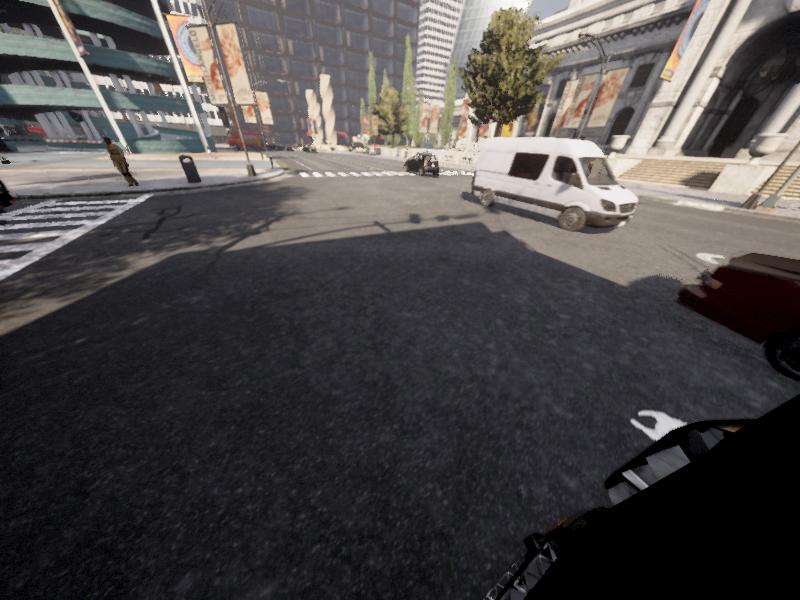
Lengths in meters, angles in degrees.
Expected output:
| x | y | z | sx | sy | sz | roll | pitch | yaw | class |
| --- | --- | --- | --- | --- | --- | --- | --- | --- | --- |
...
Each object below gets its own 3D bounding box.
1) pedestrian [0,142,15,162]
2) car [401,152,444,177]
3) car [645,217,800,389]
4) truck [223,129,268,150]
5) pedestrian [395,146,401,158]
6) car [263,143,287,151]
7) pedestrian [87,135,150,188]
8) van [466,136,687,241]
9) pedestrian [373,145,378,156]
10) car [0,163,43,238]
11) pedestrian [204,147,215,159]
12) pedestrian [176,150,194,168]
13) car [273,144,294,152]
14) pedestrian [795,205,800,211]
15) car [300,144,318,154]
| x | y | z | sx | sy | sz | roll | pitch | yaw | class |
| --- | --- | --- | --- | --- | --- | --- | --- | --- | --- |
| -27.716 | -10.440 | 15.668 | 0.751 | 1.860 | 0.751 | -27 | 44 | -36 | pedestrian |
| 1.908 | -12.258 | 20.857 | 1.851 | 1.617 | 3.988 | -15 | 37 | -24 | car |
| 6.085 | 0.833 | 1.763 | 2.033 | 1.411 | 5.357 | -15 | 37 | -24 | car |
| -37.200 | -38.780 | 55.933 | 8.468 | 3.827 | 2.891 | 8 | 34 | 9 | truck |
| -0.345 | -27.512 | 42.952 | 0.751 | 1.860 | 0.751 | -9 | 36 | -17 | pedestrian |
| -31.503 | -38.700 | 58.333 | 4.902 | 1.511 | 2.128 | 13 | 35 | 15 | car |
| -11.985 | -5.914 | 9.930 | 0.751 | 1.860 | 0.751 | -6 | 35 | -12 | pedestrian |
| 5.474 | -4.539 | 8.719 | 1.988 | 2.561 | 5.915 | -15 | 37 | -24 | van |
| -5.035 | -30.685 | 47.388 | 0.751 | 1.860 | 0.751 | -15 | 38 | -25 | pedestrian |
| -11.880 | -2.102 | 4.545 | 4.605 | 1.855 | 1.932 | -18 | 40 | -28 | car |
| -20.458 | -15.827 | 24.872 | 0.500 | 1.100 | 0.500 | -11 | 36 | -20 | pedestrian |
| -15.918 | -10.441 | 17.121 | 0.500 | 1.100 | 0.500 | -4 | 34 | -9 | pedestrian |
| -26.935 | -35.133 | 53.361 | 4.181 | 1.385 | 1.994 | 17 | 36 | 21 | car |
| 20.015 | -5.072 | 10.754 | 0.751 | 1.860 | 0.751 | -15 | 38 | -24 | pedestrian |
| -19.211 | -31.820 | 48.758 | 3.705 | 1.549 | 1.789 | 29 | 42 | 33 | car |
